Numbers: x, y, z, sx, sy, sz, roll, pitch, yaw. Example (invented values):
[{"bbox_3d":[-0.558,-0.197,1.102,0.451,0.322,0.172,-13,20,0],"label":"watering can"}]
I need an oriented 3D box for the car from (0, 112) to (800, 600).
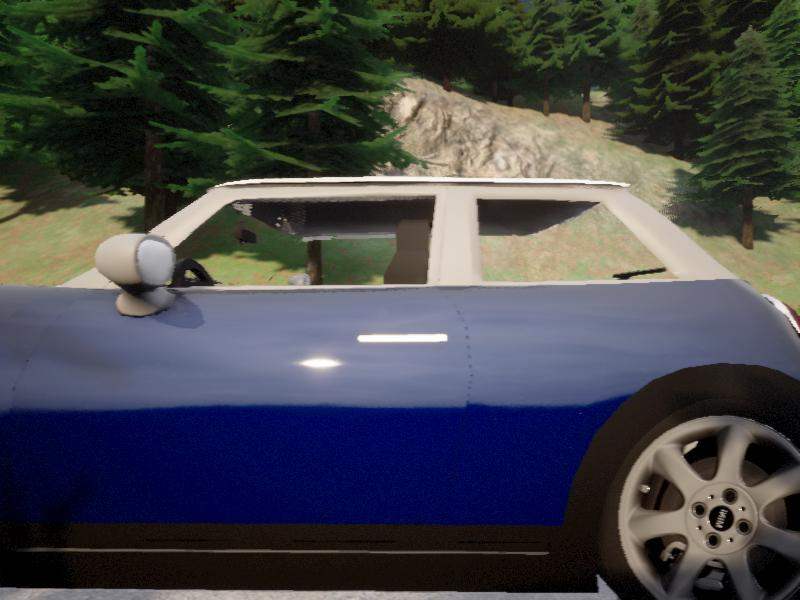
[{"bbox_3d":[-0.452,0.254,2.031,3.806,1.475,1.970,0,0,1],"label":"car"}]
